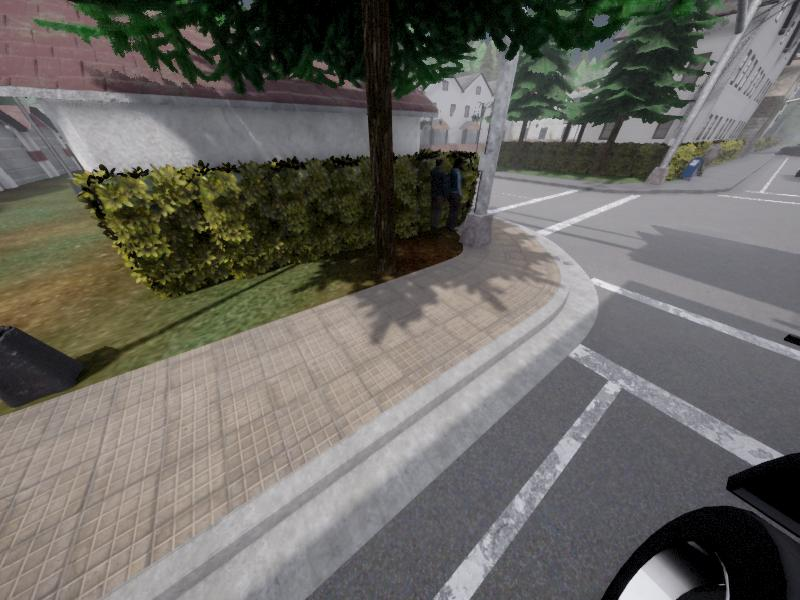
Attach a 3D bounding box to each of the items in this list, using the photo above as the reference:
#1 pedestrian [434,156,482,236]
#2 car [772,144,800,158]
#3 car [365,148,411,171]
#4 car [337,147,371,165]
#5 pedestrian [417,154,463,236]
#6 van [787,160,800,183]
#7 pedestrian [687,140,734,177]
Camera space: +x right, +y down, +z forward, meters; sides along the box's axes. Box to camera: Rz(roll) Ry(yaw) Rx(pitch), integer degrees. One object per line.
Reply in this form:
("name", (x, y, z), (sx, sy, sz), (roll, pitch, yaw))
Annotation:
("pedestrian", (1.532, -2.847, 6.357), (0.751, 1.860, 0.751), (-15, 38, -19))
("car", (51.031, -18.948, 29.300), (1.994, 1.385, 4.181), (12, 36, 17))
("car", (-1.237, -13.529, 22.128), (1.882, 1.535, 5.008), (-22, 41, -28))
("car", (-5.452, -17.005, 27.093), (1.882, 1.535, 5.008), (-22, 41, -28))
("pedestrian", (1.019, -2.810, 6.234), (0.751, 1.860, 0.751), (-21, 40, -27))
("van", (25.439, -8.068, 13.422), (4.480, 2.038, 2.069), (-25, 42, -31))
("pedestrian", (18.859, -8.618, 14.099), (0.751, 1.860, 0.751), (17, 39, 23))
